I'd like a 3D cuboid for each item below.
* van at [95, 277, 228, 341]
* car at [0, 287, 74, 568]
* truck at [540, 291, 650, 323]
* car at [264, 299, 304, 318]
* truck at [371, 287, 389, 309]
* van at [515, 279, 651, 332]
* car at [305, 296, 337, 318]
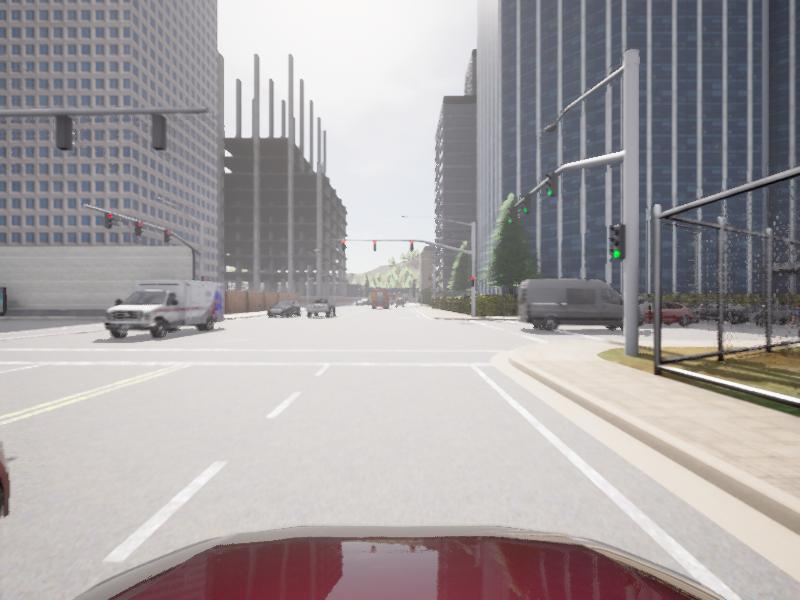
[{"bbox_3d":[-10.501,0.337,18.478,2.351,2.431,6.366,0,0,0],"label":"van"},{"bbox_3d":[-3.478,0.756,0.601,2.242,1.667,4.611,0,0,0],"label":"car"},{"bbox_3d":[13.105,0.476,27.199,6.274,2.098,2.390,0,0,0],"label":"truck"},{"bbox_3d":[-10.605,0.764,37.018,2.033,1.649,4.856,0,-1,3],"label":"car"},{"bbox_3d":[-3.497,-0.351,73.566,2.891,3.827,8.468,0,0,0],"label":"truck"},{"bbox_3d":[9.060,0.258,20.198,5.915,2.561,1.988,0,0,3],"label":"van"},{"bbox_3d":[-7.002,0.640,36.033,1.932,1.855,4.605,0,-1,0],"label":"car"}]
